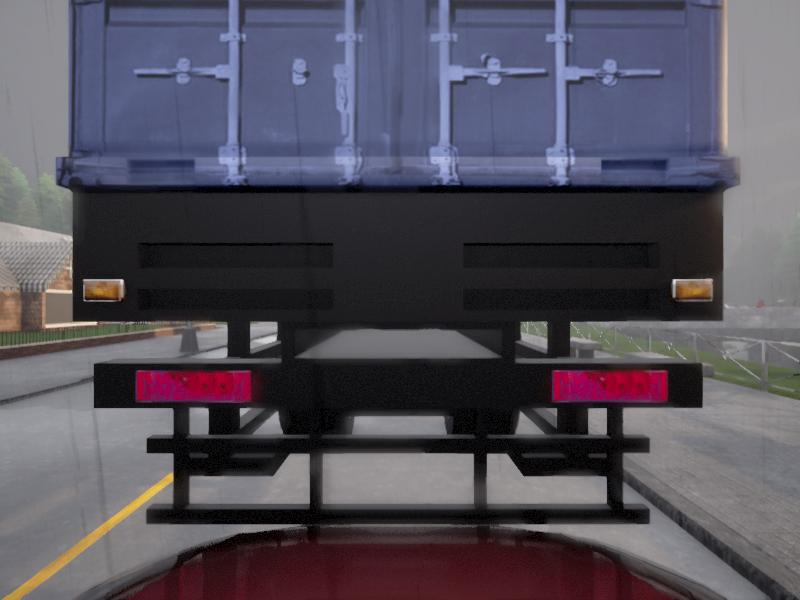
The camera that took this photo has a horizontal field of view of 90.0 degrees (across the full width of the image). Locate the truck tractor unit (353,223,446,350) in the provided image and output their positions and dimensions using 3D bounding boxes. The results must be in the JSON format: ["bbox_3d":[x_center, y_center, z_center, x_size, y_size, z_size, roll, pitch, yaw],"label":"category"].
[{"bbox_3d":[-0.013,-0.437,16.456,3.053,4.208,6.516,0,0,0],"label":"truck tractor unit"}]

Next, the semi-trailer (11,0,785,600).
[{"bbox_3d":[-0.008,-0.585,8.544,2.717,4.402,14.254,0,0,0],"label":"semi-trailer"}]

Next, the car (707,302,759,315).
[{"bbox_3d":[42.277,1.079,50.900,4.974,1.542,2.038,0,0,0],"label":"car"}]

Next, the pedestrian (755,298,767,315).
[{"bbox_3d":[41.152,0.758,45.582,0.751,1.860,0.751,0,0,1],"label":"pedestrian"}]
